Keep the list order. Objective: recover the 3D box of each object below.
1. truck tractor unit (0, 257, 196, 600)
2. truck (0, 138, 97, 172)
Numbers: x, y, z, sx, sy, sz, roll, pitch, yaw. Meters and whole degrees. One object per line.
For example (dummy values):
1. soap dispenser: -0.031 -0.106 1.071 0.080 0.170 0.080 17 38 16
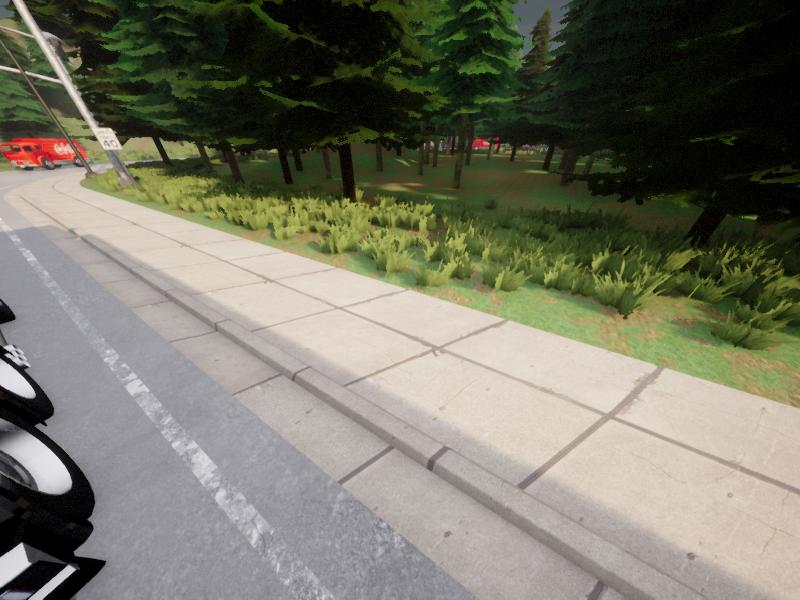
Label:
1. truck tractor unit: -5.099 -0.312 0.798 6.516 4.208 3.053 19 39 25
2. truck: -34.073 -14.066 22.268 2.627 2.467 5.204 -5 35 -6
